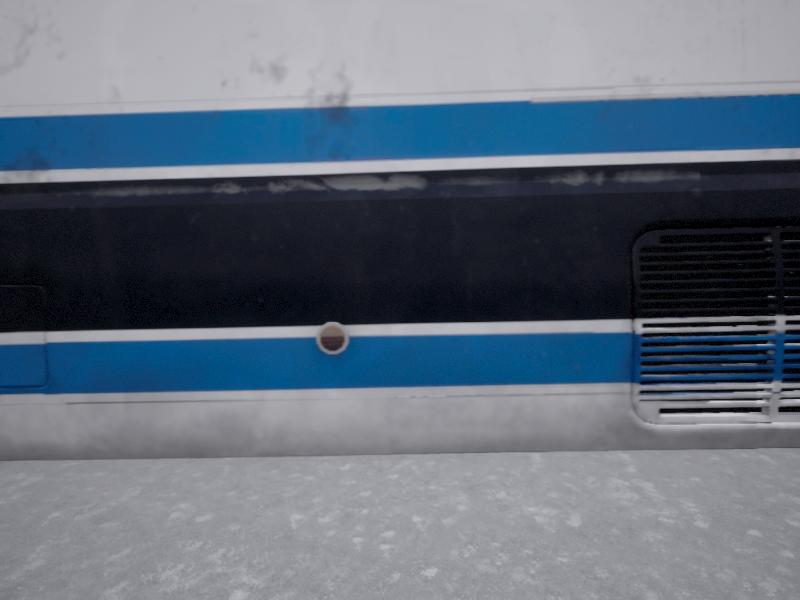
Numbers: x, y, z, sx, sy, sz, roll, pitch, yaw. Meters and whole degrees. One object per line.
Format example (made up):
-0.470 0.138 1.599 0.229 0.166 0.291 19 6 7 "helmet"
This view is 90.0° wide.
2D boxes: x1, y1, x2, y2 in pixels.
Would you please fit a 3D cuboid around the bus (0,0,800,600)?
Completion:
0.961 -1.144 2.575 10.273 4.253 3.944 -1 0 1 "bus"
